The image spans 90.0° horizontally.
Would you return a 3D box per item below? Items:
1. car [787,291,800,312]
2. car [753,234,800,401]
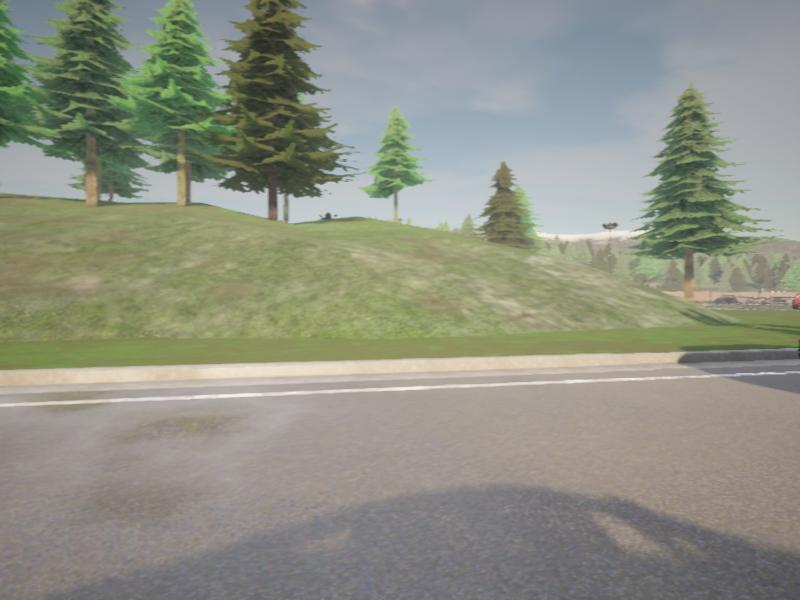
[{"bbox_3d":[32.714,0.130,30.122,2.242,1.667,4.611,0,0,-14],"label":"car"},{"bbox_3d":[6.457,0.173,3.843,4.856,1.649,2.033,0,0,-11],"label":"car"}]
